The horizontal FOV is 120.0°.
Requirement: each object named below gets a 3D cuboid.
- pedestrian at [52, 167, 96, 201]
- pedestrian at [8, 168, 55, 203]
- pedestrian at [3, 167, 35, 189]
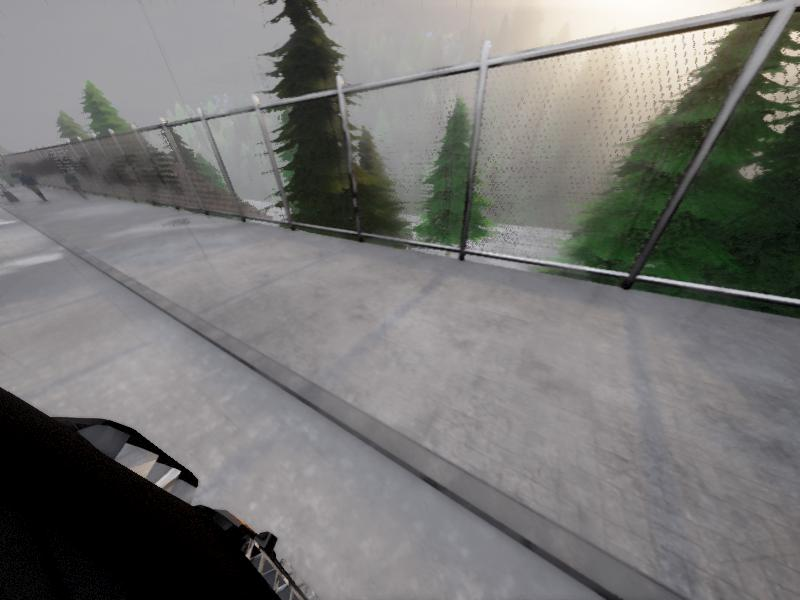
[{"bbox_3d":[-20.474,-7.293,14.536,0.751,1.860,0.751,19,39,29],"label":"pedestrian"},{"bbox_3d":[-22.997,-7.145,14.478,0.751,1.860,0.751,21,40,31],"label":"pedestrian"},{"bbox_3d":[-38.690,-12.365,23.475,0.751,1.860,0.751,10,35,18],"label":"pedestrian"}]
